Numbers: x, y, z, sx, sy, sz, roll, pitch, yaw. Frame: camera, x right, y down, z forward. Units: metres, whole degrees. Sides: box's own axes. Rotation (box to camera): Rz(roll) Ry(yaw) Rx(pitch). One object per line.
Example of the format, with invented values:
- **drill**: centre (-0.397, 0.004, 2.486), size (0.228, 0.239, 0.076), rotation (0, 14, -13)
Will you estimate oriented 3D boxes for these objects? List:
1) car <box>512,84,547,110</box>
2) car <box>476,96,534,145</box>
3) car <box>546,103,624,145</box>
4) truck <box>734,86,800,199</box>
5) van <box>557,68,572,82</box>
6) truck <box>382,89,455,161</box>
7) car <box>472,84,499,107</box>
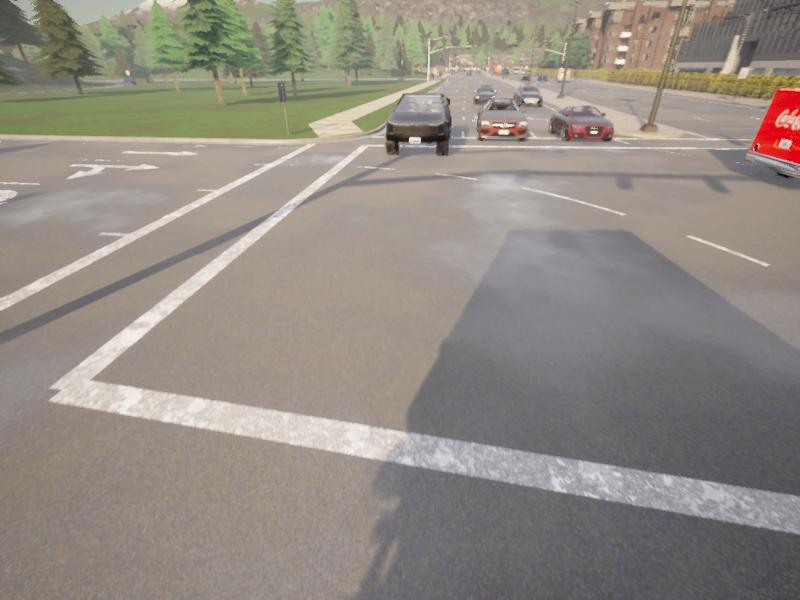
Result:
- **car**: centre (10.805, -17.231, 33.783), size (2.033, 1.649, 4.856), rotation (4, 31, 7)
- **car**: centre (4.923, -8.878, 19.562), size (2.152, 1.651, 5.027), rotation (4, 30, 7)
- **car**: centre (8.578, -8.447, 19.025), size (1.994, 1.385, 4.181), rotation (2, 30, 3)
- **truck**: centre (13.043, -4.283, 10.731), size (5.204, 2.467, 2.627), rotation (2, 30, 3)
- **van**: centre (34.844, -47.676, 84.804), size (2.351, 2.431, 6.366), rotation (10, 32, 17)
- **truck**: centre (0.988, -7.650, 17.042), size (2.390, 2.098, 6.274), rotation (4, 30, 7)
- **car**: centre (7.638, -18.471, 36.049), size (2.038, 1.542, 4.974), rotation (4, 31, 7)
